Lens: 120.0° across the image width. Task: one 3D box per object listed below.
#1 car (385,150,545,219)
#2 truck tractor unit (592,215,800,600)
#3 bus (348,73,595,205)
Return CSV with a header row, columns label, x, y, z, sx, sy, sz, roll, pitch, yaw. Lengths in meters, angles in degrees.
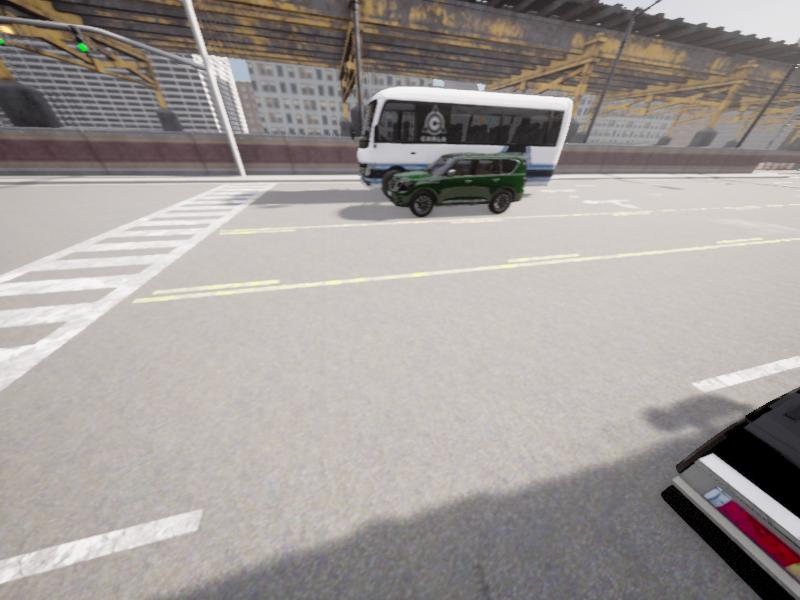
label,x,y,z,sx,sy,sz,roll,pitch,yaw
car,2.328,-4.736,9.334,5.566,2.045,2.150,-6,35,-12
truck tractor unit,5.327,-0.008,0.525,6.516,4.208,3.053,-7,31,-14
bus,2.904,-7.679,11.679,10.273,4.253,3.944,-7,35,-12
